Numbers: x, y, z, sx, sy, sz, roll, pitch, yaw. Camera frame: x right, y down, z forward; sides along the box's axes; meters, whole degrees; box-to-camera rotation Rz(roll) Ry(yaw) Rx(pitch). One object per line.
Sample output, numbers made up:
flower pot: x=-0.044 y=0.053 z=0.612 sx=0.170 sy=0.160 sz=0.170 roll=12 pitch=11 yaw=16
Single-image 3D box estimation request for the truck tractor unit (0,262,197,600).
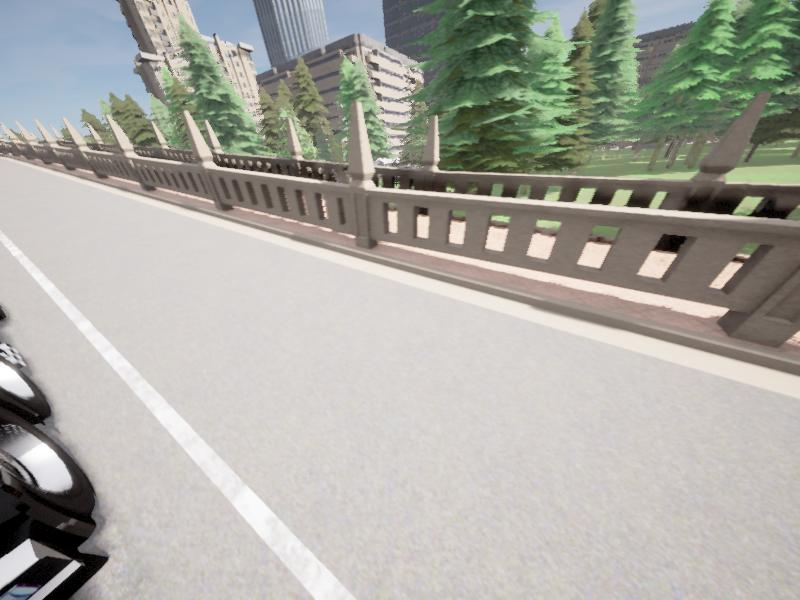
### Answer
truck tractor unit: x=-5.091 y=-0.324 z=0.763 sx=6.516 sy=4.208 sz=3.053 roll=19 pitch=39 yaw=24
